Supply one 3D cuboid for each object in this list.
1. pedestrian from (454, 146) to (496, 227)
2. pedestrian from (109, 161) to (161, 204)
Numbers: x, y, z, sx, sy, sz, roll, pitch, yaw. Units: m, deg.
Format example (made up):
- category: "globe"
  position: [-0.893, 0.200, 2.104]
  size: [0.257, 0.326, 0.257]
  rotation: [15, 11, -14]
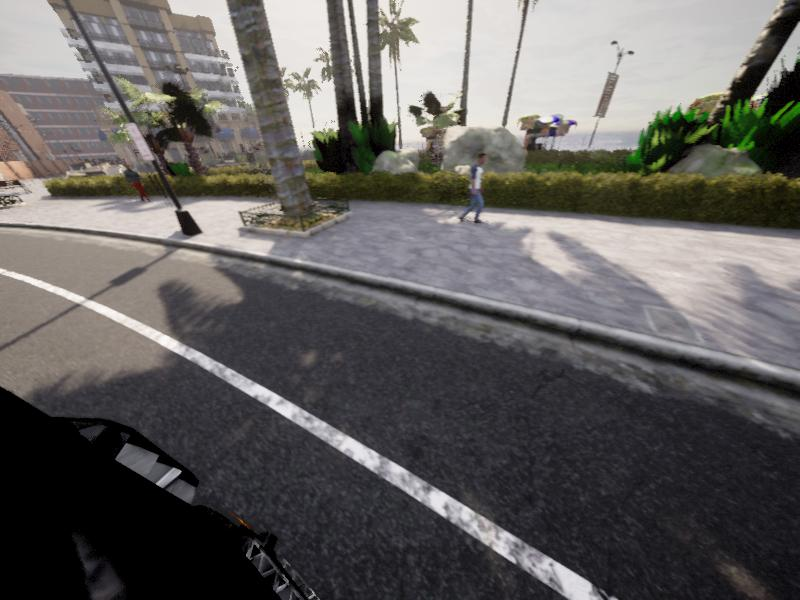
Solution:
- category: "pedestrian"
  position: [2.027, -3.083, 6.347]
  size: [0.751, 1.860, 0.751]
  rotation: [12, 37, 21]
- category: "pedestrian"
  position: [-13.357, -5.924, 11.703]
  size: [0.751, 1.860, 0.751]
  rotation: [8, 35, 15]
